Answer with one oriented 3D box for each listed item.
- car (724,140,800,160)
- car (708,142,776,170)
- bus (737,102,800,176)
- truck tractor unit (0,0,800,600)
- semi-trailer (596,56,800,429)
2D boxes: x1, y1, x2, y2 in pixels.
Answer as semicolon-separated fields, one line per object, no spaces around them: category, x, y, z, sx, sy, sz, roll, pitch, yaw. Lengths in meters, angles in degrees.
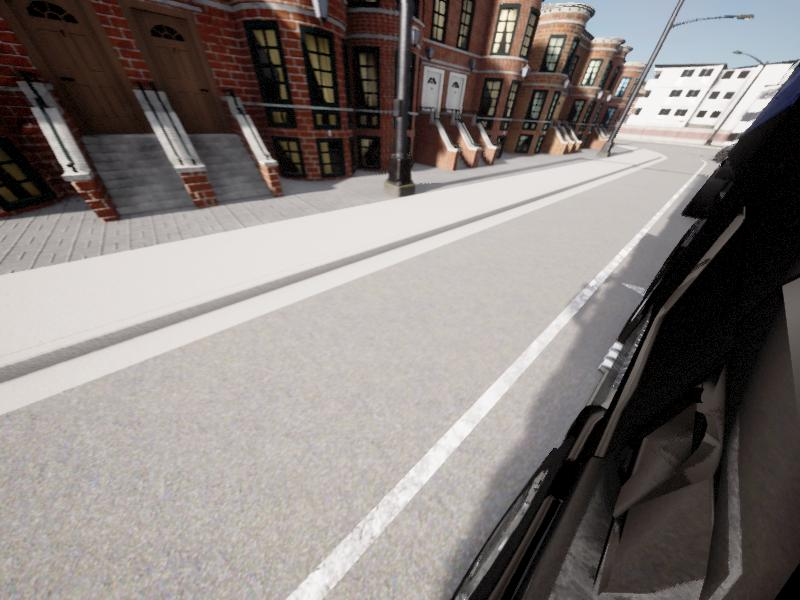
car;44.169;-18.506;28.400;2.033;1.411;5.357;6;39;3
car;28.678;-12.332;19.607;2.033;1.411;5.357;30;46;29
bus;31.992;-12.087;17.286;3.944;4.253;10.273;27;44;25
truck tractor unit;2.645;-0.295;0.351;6.516;4.208;3.053;-28;43;-30
semi-trailer;8.789;-3.300;4.461;14.254;4.402;2.717;-25;47;-33
